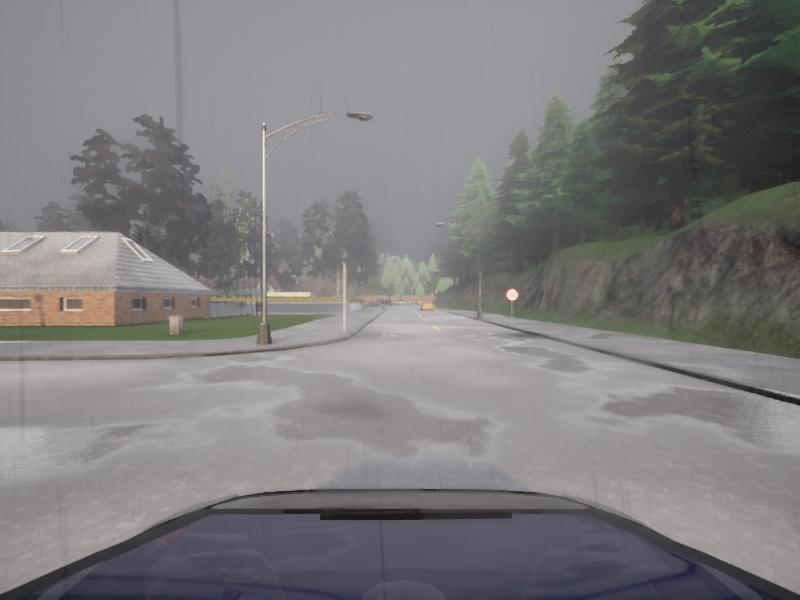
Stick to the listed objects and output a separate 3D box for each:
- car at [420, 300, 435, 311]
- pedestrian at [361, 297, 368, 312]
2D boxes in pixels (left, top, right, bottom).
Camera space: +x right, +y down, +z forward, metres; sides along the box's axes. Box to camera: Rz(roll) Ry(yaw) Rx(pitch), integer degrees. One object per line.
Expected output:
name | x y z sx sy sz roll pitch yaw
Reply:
car | 4.006 0.776 59.344 1.801 1.575 5.366 0 0 0
pedestrian | -4.239 0.513 48.111 0.751 1.860 0.751 0 0 2
